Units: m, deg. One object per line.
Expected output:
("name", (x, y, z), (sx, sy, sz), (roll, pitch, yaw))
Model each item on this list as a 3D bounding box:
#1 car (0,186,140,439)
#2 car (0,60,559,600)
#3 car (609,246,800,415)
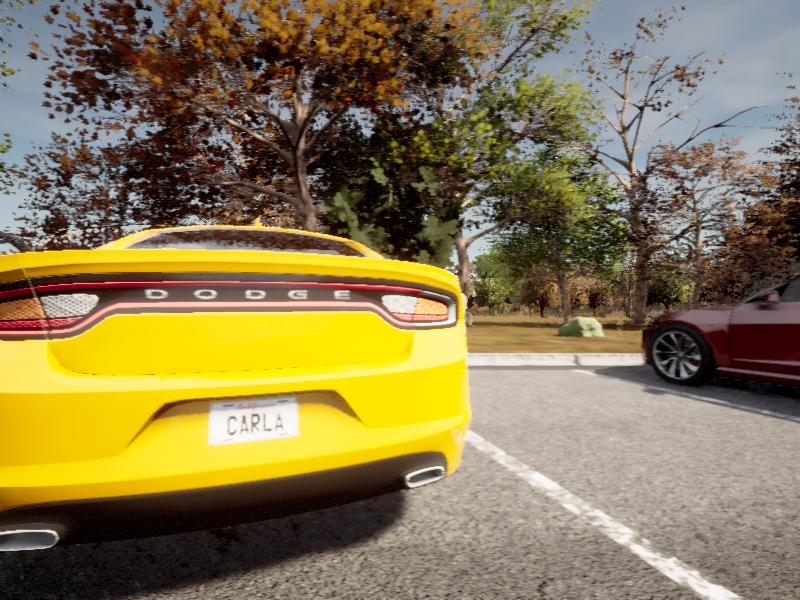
("car", (-4.198, 0.101, 3.498), (2.185, 1.767, 4.553), (0, -1, -19))
("car", (-1.241, 0.228, 3.492), (2.097, 1.535, 5.008), (0, -1, -19))
("car", (4.670, 0.261, 3.526), (2.163, 1.488, 4.792), (0, -1, -20))
